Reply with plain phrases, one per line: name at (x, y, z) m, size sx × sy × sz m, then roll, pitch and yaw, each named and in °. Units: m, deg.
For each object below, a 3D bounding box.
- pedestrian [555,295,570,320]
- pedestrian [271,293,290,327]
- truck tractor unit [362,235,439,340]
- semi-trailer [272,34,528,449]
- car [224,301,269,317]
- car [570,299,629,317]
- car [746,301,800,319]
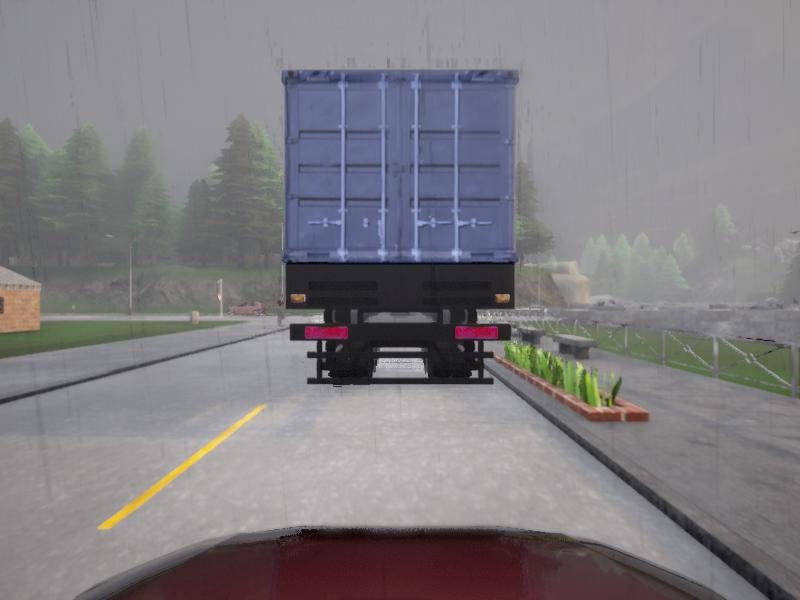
pedestrian at (12.108, 0.539, 29.810) m, size 0.751 × 1.860 × 0.751 m, roll 0°, pitch 0°, yaw 0°
pedestrian at (-6.772, 0.545, 22.638) m, size 0.751 × 1.860 × 0.751 m, roll 0°, pitch 0°, yaw 34°
truck tractor unit at (0.014, -0.512, 19.286) m, size 3.053 × 4.208 × 6.516 m, roll 0°, pitch 0°, yaw 0°
semi-trailer at (0.008, -0.612, 11.372) m, size 2.717 × 4.402 × 14.254 m, roll 0°, pitch 0°, yaw 0°
car at (-14.924, 0.846, 39.034) m, size 3.633 × 1.501 × 1.845 m, roll 0°, pitch 0°, yaw 2°
car at (19.461, 0.775, 39.181) m, size 4.611 × 1.667 × 2.242 m, roll 0°, pitch 0°, yaw 0°
car at (33.281, 0.871, 35.170) m, size 4.193 × 1.474 × 1.816 m, roll 0°, pitch 0°, yaw 0°
